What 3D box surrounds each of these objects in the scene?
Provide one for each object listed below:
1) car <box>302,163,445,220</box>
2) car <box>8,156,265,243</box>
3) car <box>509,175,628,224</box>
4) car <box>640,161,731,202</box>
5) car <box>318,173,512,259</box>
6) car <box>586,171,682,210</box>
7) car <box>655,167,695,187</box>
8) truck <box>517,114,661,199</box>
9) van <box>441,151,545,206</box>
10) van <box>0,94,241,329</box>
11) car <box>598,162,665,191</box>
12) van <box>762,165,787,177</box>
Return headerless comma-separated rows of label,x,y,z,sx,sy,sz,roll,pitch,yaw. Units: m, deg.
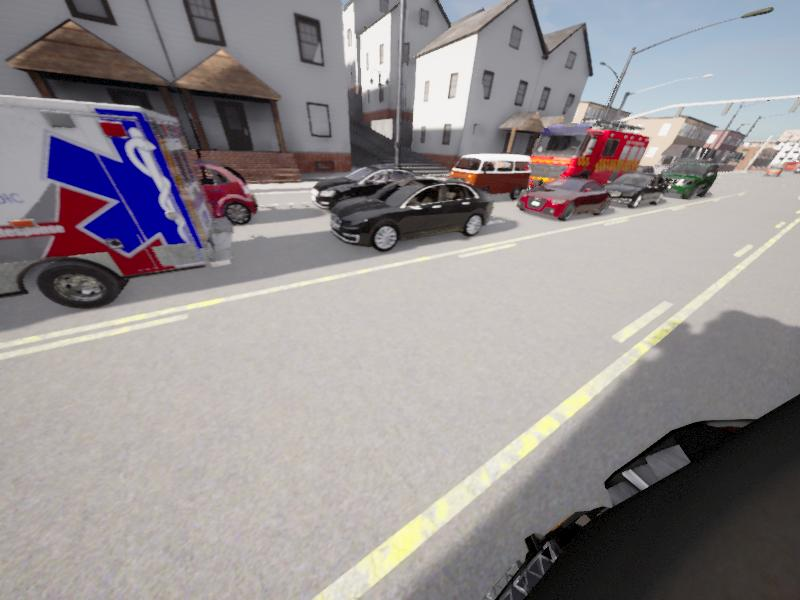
car,-0.923,-4.433,9.114,4.902,1.511,2.128,-16,38,-26
car,-6.293,-2.951,6.404,3.988,1.617,1.851,-16,38,-26
car,7.103,-4.402,9.813,4.181,1.385,1.994,-15,38,-24
car,19.690,-8.273,15.949,5.566,2.045,2.150,-16,38,-26
car,0.532,-2.598,6.501,4.892,1.490,1.837,-16,38,-26
car,12.820,-6.092,12.663,4.892,1.490,1.837,-16,38,-26
car,29.183,-13.234,24.689,2.033,1.411,5.357,28,41,33
truck,12.251,-9.133,15.063,8.468,3.827,2.891,-16,38,-26
van,4.659,-6.240,11.765,4.480,2.038,2.069,-16,38,-26
van,-6.125,-1.090,2.900,6.366,2.431,2.351,-16,38,-26
car,19.115,-10.251,19.087,4.553,1.767,2.097,-16,38,-26
van,82.051,-28.234,50.593,4.442,1.987,1.775,-16,38,-26
